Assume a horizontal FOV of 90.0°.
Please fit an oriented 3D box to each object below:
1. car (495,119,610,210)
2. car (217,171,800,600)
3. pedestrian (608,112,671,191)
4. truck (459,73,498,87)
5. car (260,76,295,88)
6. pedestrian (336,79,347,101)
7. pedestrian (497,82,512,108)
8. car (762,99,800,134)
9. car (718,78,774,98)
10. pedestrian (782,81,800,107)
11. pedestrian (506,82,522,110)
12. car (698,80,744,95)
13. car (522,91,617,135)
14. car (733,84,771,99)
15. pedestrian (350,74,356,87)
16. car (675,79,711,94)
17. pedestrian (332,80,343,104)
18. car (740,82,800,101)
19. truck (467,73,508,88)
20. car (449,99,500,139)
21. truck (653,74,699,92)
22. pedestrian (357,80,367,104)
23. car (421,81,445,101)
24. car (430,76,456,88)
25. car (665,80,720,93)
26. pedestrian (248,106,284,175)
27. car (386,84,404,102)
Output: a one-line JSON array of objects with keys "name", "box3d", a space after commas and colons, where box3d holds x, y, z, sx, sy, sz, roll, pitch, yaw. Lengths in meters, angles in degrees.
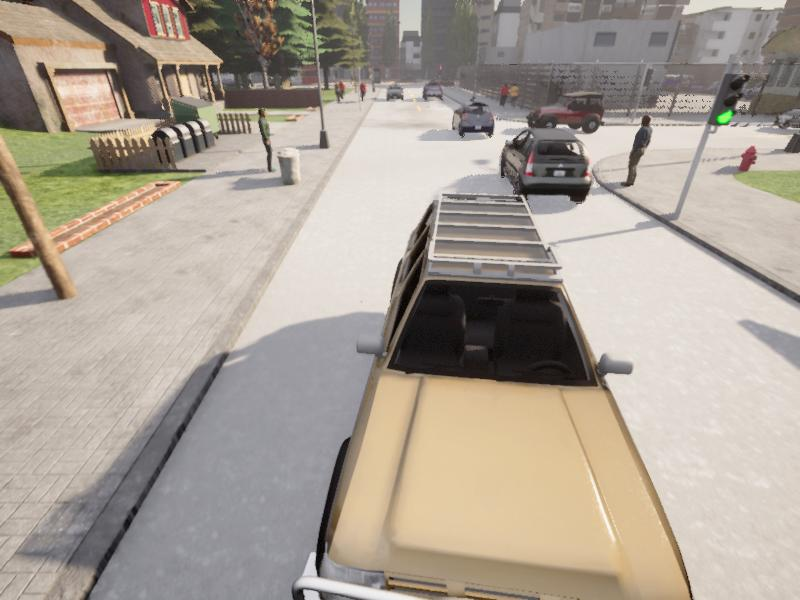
[{"name": "car", "box3d": [3.950, -3.951, 11.205, 1.851, 1.617, 3.988, 2, 30, 3]}, {"name": "car", "box3d": [0.705, 0.361, 3.541, 1.932, 1.855, 4.605, 4, 31, 6]}, {"name": "pedestrian", "box3d": [6.449, -4.039, 10.852, 0.751, 1.860, 0.751, -16, 34, -25]}, {"name": "truck", "box3d": [13.826, -39.108, 70.956, 6.274, 2.098, 2.390, 0, 30, -1]}, {"name": "car", "box3d": [-20.570, -36.721, 67.315, 5.027, 1.651, 2.152, 0, 30, 0]}, {"name": "pedestrian", "box3d": [-5.610, -20.126, 38.402, 0.751, 1.860, 0.751, 0, 30, 0]}, {"name": "pedestrian", "box3d": [8.344, -16.431, 32.065, 0.751, 1.860, 0.751, -4, 31, -7]}, {"name": "car", "box3d": [23.071, -9.884, 21.478, 4.902, 1.511, 2.128, 0, 30, -1]}, {"name": "car", "box3d": [37.835, -23.218, 43.837, 3.866, 1.878, 1.905, 0, 30, 0]}, {"name": "pedestrian", "box3d": [32.655, -16.965, 33.021, 0.751, 1.860, 0.751, -7, 31, -12]}, {"name": "pedestrian", "box3d": [8.792, -15.690, 30.796, 0.751, 1.860, 0.751, -1, 30, -2]}, {"name": "car", "box3d": [38.715, -25.654, 48.349, 3.633, 1.501, 1.845, 0, 30, 0]}, {"name": "car", "box3d": [8.812, -9.873, 21.071, 3.866, 1.878, 1.905, -3, 30, -5]}, {"name": "car", "box3d": [36.991, -21.944, 42.068, 2.207, 1.379, 1.481, 0, 30, 0]}, {"name": "pedestrian", "box3d": [-7.683, -35.624, 64.954, 0.751, 1.860, 0.751, -7, 31, -12]}, {"name": "car", "box3d": [38.102, -27.904, 52.184, 1.789, 1.547, 3.705, 0, 30, 0]}, {"name": "pedestrian", "box3d": [-5.592, -18.748, 36.042, 0.751, 1.860, 0.751, 0, 30, 0]}, {"name": "car", "box3d": [37.621, -20.962, 40.182, 4.611, 1.667, 2.242, 0, 30, 0]}, {"name": "truck", "box3d": [14.660, -37.092, 67.504, 6.274, 2.098, 2.390, 0, 30, 0]}, {"name": "car", "box3d": [3.722, -9.401, 20.620, 1.845, 1.501, 3.633, 0, 30, 0]}, {"name": "truck", "box3d": [38.387, -30.224, 55.682, 4.478, 2.038, 2.069, 0, 30, 0]}, {"name": "pedestrian", "box3d": [-3.416, -18.852, 36.222, 0.751, 1.860, 0.751, 2, 30, 4]}, {"name": "car", "box3d": [3.470, -22.440, 42.860, 2.033, 1.649, 4.856, 0, 30, 0]}, {"name": "car", "box3d": [7.163, -36.483, 66.942, 3.988, 1.617, 1.851, -17, 34, -27]}, {"name": "car", "box3d": [38.259, -27.958, 52.418, 5.357, 1.415, 2.033, 0, 30, 0]}, {"name": "pedestrian", "box3d": [-4.109, -4.930, 12.369, 0.751, 1.860, 0.751, -8, 31, -13]}, {"name": "car", "box3d": [-0.497, -21.219, 40.916, 1.816, 1.474, 4.193, 0, 30, 0]}]
